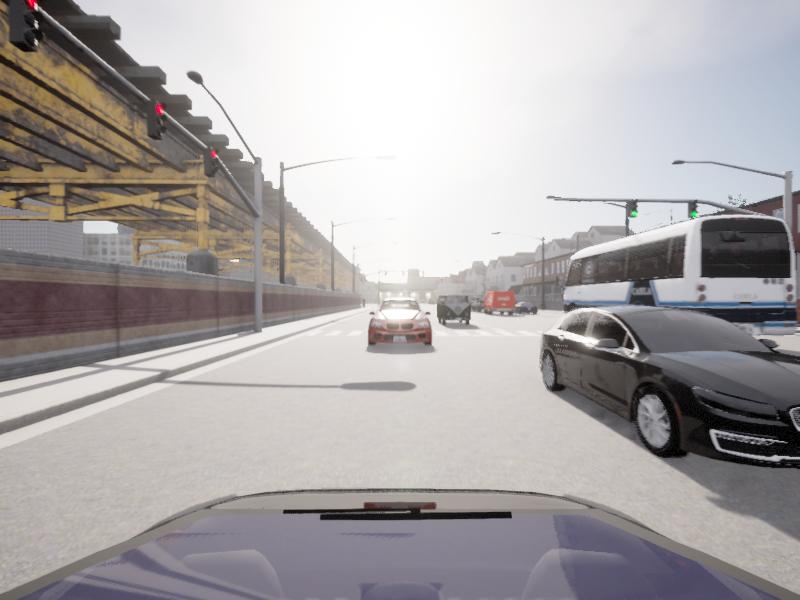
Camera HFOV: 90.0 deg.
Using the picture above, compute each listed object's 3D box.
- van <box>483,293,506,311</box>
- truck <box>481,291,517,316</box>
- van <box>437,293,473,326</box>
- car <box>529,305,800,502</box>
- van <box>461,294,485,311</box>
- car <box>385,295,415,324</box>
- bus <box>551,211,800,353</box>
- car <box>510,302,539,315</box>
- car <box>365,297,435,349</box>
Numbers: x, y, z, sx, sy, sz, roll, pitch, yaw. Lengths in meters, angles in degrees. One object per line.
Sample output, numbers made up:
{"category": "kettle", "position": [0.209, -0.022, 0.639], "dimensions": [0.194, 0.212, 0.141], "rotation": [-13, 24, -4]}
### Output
{"category": "van", "position": [13.983, 0.300, 59.333], "dimensions": [1.988, 2.561, 5.915], "rotation": [0, 0, 0]}
{"category": "truck", "position": [10.496, 0.338, 42.908], "dimensions": [2.627, 2.467, 5.204], "rotation": [0, 0, 0]}
{"category": "van", "position": [3.497, 0.589, 26.128], "dimensions": [1.775, 1.987, 4.442], "rotation": [0, 0, 0]}
{"category": "car", "position": [3.500, 0.842, 5.583], "dimensions": [1.837, 1.490, 4.892], "rotation": [0, 0, 0]}
{"category": "van", "position": [10.495, 0.357, 58.103], "dimensions": [2.351, 2.431, 6.366], "rotation": [0, 0, 0]}
{"category": "car", "position": [-0.006, 0.635, 27.814], "dimensions": [1.905, 1.878, 3.866], "rotation": [0, 0, 0]}
{"category": "bus", "position": [10.377, -0.540, 17.104], "dimensions": [3.944, 4.253, 10.273], "rotation": [0, 0, 0]}
{"category": "car", "position": [13.987, 0.891, 45.166], "dimensions": [1.994, 1.385, 4.181], "rotation": [0, 0, 1]}
{"category": "car", "position": [0.000, 0.751, 15.175], "dimensions": [2.242, 1.667, 4.611], "rotation": [0, 0, 0]}
